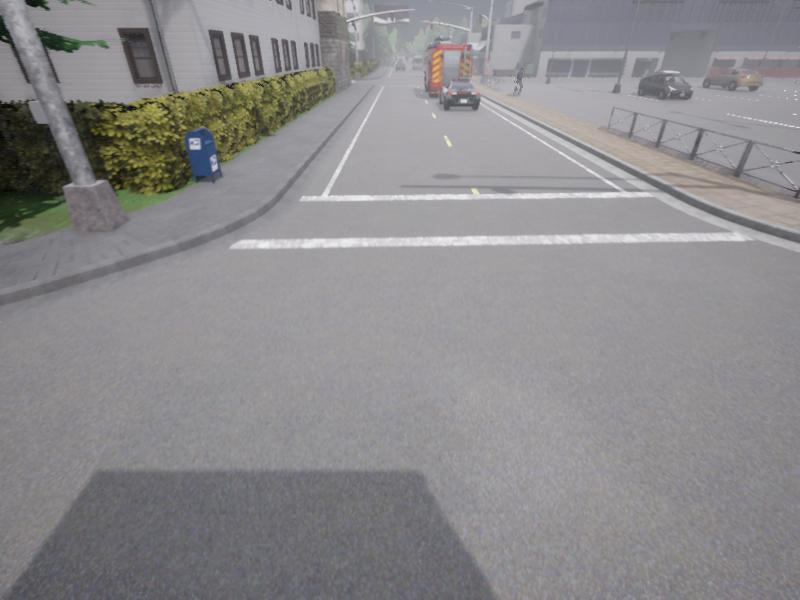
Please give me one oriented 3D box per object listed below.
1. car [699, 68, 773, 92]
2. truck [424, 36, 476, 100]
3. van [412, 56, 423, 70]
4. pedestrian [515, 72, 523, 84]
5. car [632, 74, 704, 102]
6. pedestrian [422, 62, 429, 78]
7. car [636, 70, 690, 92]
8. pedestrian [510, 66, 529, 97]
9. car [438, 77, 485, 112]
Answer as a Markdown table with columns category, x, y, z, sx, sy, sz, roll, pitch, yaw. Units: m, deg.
| category | x | y | z | sx | sy | sz | roll | pitch | yaw |
| --- | --- | --- | --- | --- | --- | --- | --- | --- | --- |
| car | 29.054 | -19.225 | 34.875 | 2.152 | 1.636 | 5.027 | 0 | 32 | 0 |
| truck | 3.572 | -18.116 | 31.143 | 2.891 | 3.827 | 8.468 | 0 | 32 | 0 |
| van | 3.659 | -49.328 | 83.216 | 1.988 | 2.561 | 5.915 | 0 | 32 | 0 |
| pedestrian | 12.948 | -24.150 | 43.582 | 0.500 | 1.100 | 0.500 | 0 | 32 | 0 |
| car | 18.983 | -15.239 | 28.656 | 2.007 | 1.523 | 4.514 | 0 | 32 | 0 |
| pedestrian | 3.550 | -31.810 | 55.306 | 0.751 | 1.860 | 0.751 | 7 | 32 | 12 |
| car | 22.637 | -18.984 | 34.634 | 1.970 | 1.475 | 3.806 | 0 | 32 | 0 |
| pedestrian | 8.465 | -15.514 | 28.441 | 0.751 | 1.860 | 0.751 | -11 | 33 | -17 |
| car | 3.553 | -12.476 | 24.141 | 2.038 | 1.542 | 4.974 | 0 | 31 | 0 |
